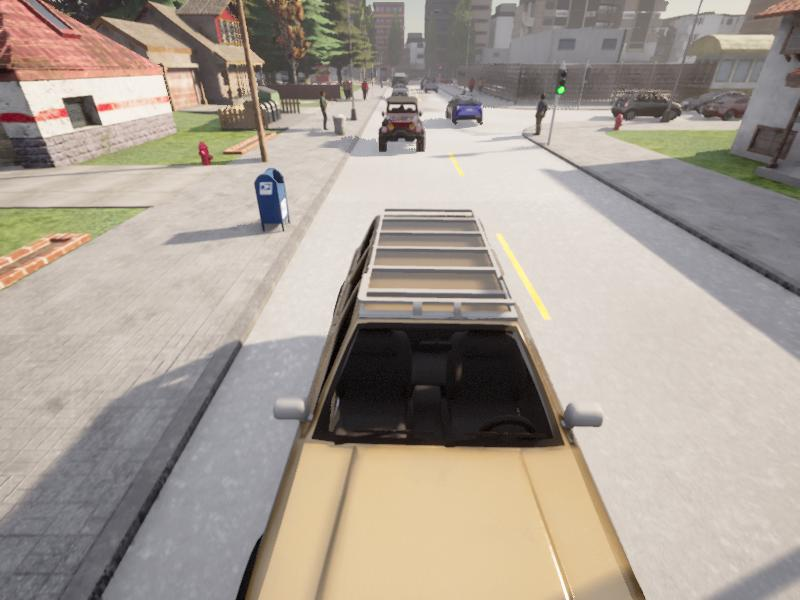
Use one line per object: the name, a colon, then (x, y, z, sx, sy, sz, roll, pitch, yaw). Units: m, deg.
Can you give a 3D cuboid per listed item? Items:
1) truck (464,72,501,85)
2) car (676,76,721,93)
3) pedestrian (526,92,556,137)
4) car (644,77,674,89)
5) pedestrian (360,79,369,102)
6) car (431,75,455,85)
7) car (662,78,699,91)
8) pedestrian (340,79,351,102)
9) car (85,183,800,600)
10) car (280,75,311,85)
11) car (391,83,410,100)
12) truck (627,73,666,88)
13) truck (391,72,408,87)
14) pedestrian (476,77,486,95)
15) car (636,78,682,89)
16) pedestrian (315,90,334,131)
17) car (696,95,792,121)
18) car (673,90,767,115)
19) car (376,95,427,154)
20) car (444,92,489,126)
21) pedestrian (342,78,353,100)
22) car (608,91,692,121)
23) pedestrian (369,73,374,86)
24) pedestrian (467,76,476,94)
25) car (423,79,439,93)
truck: (15.518, -41.863, 75.512, 6.274, 2.098, 2.390, 0, 30, 0)
car: (38.419, -27.859, 51.656, 3.866, 1.878, 1.905, 0, 30, 0)
pedestrian: (6.655, -8.803, 18.962, 0.751, 1.860, 0.751, -16, 34, -25)
car: (38.781, -32.551, 59.997, 1.789, 1.547, 3.705, 0, 30, 0)
pedestrian: (-3.336, -19.830, 37.814, 0.751, 1.860, 0.751, 1, 30, 2)
car: (8.014, -41.290, 75.017, 3.988, 1.617, 1.851, -17, 34, -27)
car: (39.350, -30.295, 56.158, 3.633, 1.501, 1.845, 0, 30, 0)
pedestrian: (-5.107, -19.731, 37.644, 0.751, 1.860, 0.751, 1, 30, 2)
car: (0.230, 0.625, 3.073, 1.932, 1.855, 4.605, 1, 30, 2)
car: (-19.713, -41.661, 75.631, 5.027, 1.651, 2.152, 0, 30, 0)
car: (0.049, -22.090, 42.315, 1.816, 1.474, 4.193, 0, 30, 0)
truck: (39.109, -34.872, 63.490, 4.478, 2.038, 2.069, 0, 30, 0)
truck: (-0.027, -37.600, 68.219, 2.390, 2.098, 6.274, 2, 30, 4)
pedestrian: (9.256, -24.525, 45.844, 0.751, 1.860, 0.751, 0, 30, 0)
car: (38.941, -32.604, 60.229, 5.357, 1.415, 2.033, 0, 30, 0)
pedestrian: (-3.884, -9.746, 20.570, 0.751, 1.860, 0.751, -7, 31, -12)
car: (22.240, -12.481, 25.994, 4.181, 1.385, 1.994, -1, 30, -1)
car: (23.397, -14.578, 29.438, 4.902, 1.511, 2.128, 0, 30, 0)
car: (0.075, -7.543, 17.031, 1.905, 1.878, 3.866, 0, 30, 1)
car: (4.035, -12.001, 25.012, 2.007, 1.525, 4.514, 0, 30, 0)
pedestrian: (-5.186, -20.753, 39.391, 0.751, 1.860, 0.751, 4, 31, 6)
car: (16.116, -12.615, 25.985, 3.988, 1.617, 1.851, 0, 30, 0)
pedestrian: (-4.691, -36.414, 66.174, 0.751, 1.860, 0.751, 4, 31, 7)
pedestrian: (8.434, -25.388, 47.319, 0.751, 1.860, 0.751, -3, 30, -5)
car: (4.057, -28.296, 52.874, 1.845, 1.501, 3.633, 0, 30, 0)
